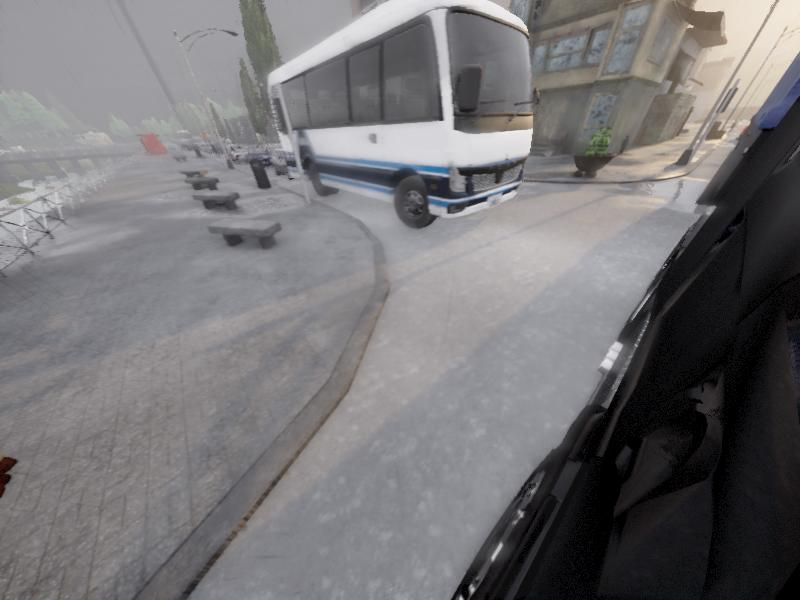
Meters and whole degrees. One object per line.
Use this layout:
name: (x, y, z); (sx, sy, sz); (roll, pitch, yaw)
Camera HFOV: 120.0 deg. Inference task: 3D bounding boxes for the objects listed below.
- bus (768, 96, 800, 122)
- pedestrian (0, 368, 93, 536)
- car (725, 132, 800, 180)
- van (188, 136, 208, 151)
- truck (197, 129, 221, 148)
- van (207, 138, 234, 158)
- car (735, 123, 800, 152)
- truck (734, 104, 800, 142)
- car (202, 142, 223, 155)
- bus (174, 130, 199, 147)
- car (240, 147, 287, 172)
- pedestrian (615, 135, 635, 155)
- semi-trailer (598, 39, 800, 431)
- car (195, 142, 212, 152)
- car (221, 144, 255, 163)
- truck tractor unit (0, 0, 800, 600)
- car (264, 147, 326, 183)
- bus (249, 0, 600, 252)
bus: (89.242, -43.507, 52.625); (10.273, 4.253, 3.944); (-28, 43, -30)
pedestrian: (-3.082, 0.672, 1.187); (0.751, 1.860, 0.751); (-14, 38, -14)
car: (16.427, -6.445, 10.156); (4.718, 1.301, 1.895); (-28, 43, -30)
van: (-45.280, -35.192, 51.762); (1.988, 2.561, 5.915); (-28, 43, -30)
truck: (-52.635, -44.403, 63.571); (2.891, 3.827, 8.468); (-28, 43, -30)
van: (-24.666, -20.943, 31.765); (1.775, 1.987, 4.442); (-28, 43, -30)
car: (25.453, -11.294, 16.009); (4.181, 1.385, 1.994); (-28, 43, -30)
truck: (33.095, -15.821, 20.671); (5.204, 2.467, 2.627); (-28, 43, -30)
car: (-30.681, -24.838, 37.820); (1.816, 1.474, 4.193); (-28, 43, -30)
bus: (-69.225, -52.246, 74.841); (3.944, 4.253, 10.273); (-28, 43, -30)
car: (-11.040, -11.408, 18.636); (1.895, 1.301, 4.718); (-28, 43, -30)
pedestrian: (15.221, -10.514, 15.650); (0.500, 1.100, 0.500); (-28, 44, -30)
semi-trailer: (8.693, -3.605, 4.237); (14.254, 4.402, 2.717); (-28, 43, -30)
car: (-39.848, -31.060, 46.808); (1.812, 1.442, 4.674); (-28, 43, -30)
car: (-17.516, -15.882, 24.921); (1.970, 1.475, 3.806); (-28, 43, -30)
truck tractor unit: (2.645, -0.295, 0.351); (6.516, 4.208, 3.053); (-28, 44, -30)
car: (-6.452, -8.350, 14.075); (1.970, 1.475, 3.806); (-28, 44, -30)
bus: (-0.824, -5.773, 7.918); (3.944, 4.253, 10.273); (-29, 44, -31)
